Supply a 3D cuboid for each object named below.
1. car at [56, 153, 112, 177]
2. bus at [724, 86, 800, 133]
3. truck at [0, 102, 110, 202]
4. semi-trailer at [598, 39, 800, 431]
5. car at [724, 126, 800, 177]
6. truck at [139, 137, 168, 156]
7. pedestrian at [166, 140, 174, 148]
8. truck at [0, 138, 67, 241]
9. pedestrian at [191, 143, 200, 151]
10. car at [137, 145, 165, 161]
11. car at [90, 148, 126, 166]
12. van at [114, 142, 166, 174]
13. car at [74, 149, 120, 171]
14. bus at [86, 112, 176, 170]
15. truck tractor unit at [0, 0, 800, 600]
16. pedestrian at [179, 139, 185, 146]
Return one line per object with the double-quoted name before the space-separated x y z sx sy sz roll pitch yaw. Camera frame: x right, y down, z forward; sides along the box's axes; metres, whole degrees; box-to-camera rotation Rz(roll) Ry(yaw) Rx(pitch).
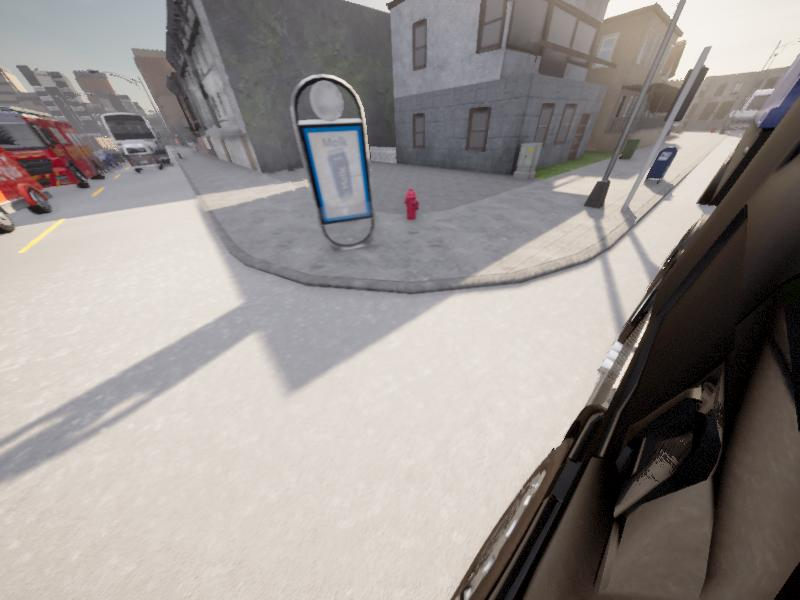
"car" -27.191 -11.769 20.049 1.994 1.385 4.181 -29 44 -31
"bus" 48.165 -22.684 27.402 3.944 4.253 10.273 -28 43 -30
"truck" -21.517 -8.896 13.777 2.891 3.827 8.468 -27 43 -29
"semi-trailer" 8.699 -3.602 4.231 14.254 4.402 2.717 -28 44 -30
"car" 16.897 -6.798 10.406 4.514 1.525 2.007 -28 44 -30
"truck" -43.879 -27.399 41.154 2.627 2.467 5.204 -29 44 -31
"pedestrian" -64.968 -44.171 65.291 0.751 1.860 0.751 -31 45 -32
"truck" -14.100 -3.408 7.092 2.627 2.467 5.204 -27 42 -29
"pedestrian" -38.240 -28.601 43.165 0.751 1.300 0.751 -29 44 -31
"car" -34.468 -20.516 32.110 2.007 1.525 4.514 -28 44 -30
"car" -35.914 -17.765 28.543 1.837 1.490 4.892 -28 44 -30
"van" -22.245 -12.378 19.984 2.069 2.038 4.480 -28 44 -30
"car" -31.393 -14.703 24.111 1.882 1.535 5.008 -28 43 -30
"bus" -28.237 -17.207 24.992 3.944 4.253 10.273 -28 44 -30
"truck tractor unit" 2.645 -0.295 0.351 6.516 4.208 3.053 -28 44 -30
"pedestrian" -68.978 -49.831 73.136 0.751 1.860 0.751 -28 44 -30
